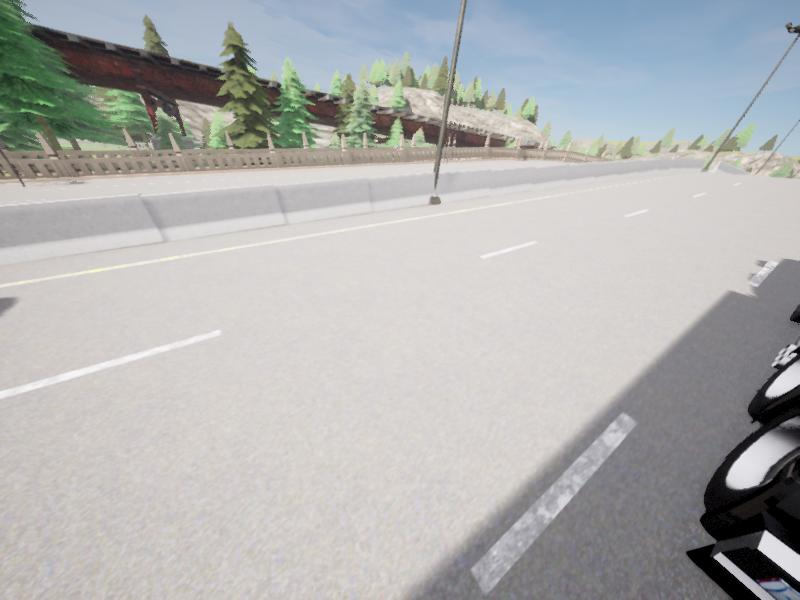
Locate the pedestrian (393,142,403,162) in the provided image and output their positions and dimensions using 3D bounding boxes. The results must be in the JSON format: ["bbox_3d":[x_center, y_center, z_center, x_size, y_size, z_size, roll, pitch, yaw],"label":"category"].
[{"bbox_3d":[-0.243,-16.485,25.758,0.751,1.860,0.751,-12,36,-28],"label":"pedestrian"}]

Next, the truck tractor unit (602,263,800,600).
[{"bbox_3d":[5.107,-0.305,0.783,6.516,4.208,3.053,-18,39,-24],"label":"truck tractor unit"}]
